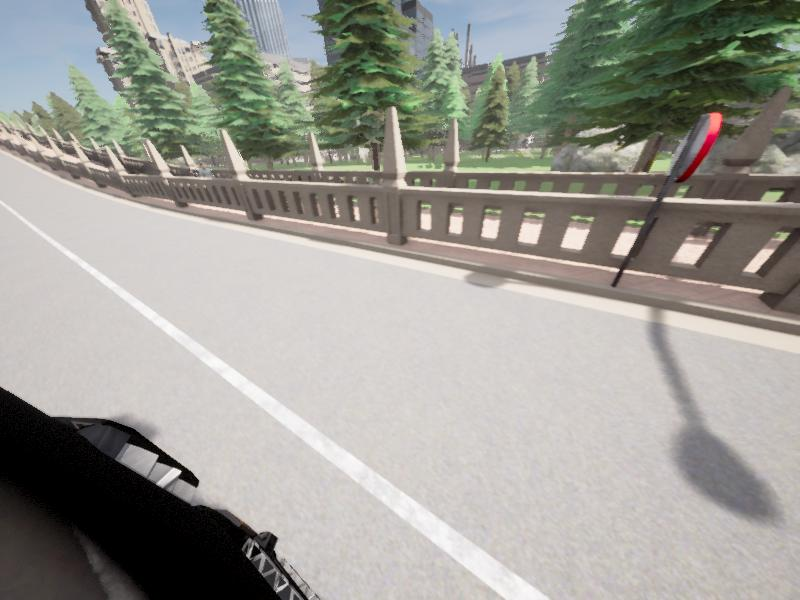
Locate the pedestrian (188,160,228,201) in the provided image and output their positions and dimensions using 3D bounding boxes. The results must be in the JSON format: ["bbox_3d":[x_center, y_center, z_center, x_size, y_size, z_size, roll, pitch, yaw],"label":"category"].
[{"bbox_3d":[-10.107,-6.300,12.209,0.751,1.860,0.751,16,38,27],"label":"pedestrian"}]
